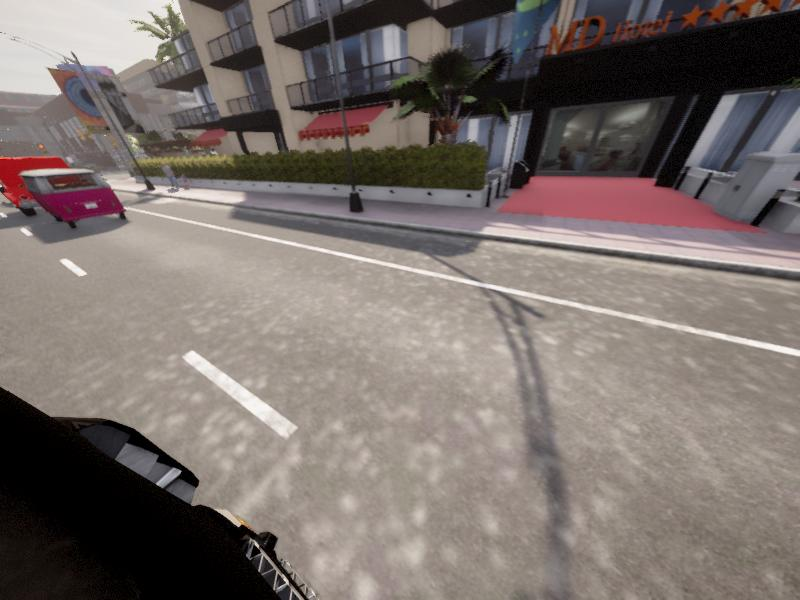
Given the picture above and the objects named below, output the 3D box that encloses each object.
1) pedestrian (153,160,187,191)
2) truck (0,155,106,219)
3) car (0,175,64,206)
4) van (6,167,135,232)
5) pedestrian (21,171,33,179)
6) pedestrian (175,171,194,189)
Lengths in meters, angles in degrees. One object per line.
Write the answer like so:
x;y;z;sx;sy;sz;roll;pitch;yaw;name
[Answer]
-16.147;-8.738;16.229;0.751;1.860;0.751;12;36;21;pedestrian
-19.262;-6.151;12.332;5.204;2.467;2.627;16;38;26;truck
-25.591;-7.564;15.811;3.806;1.475;1.970;16;38;26;car
-13.798;-4.379;9.716;4.442;1.987;1.775;16;38;26;van
-59.182;-19.825;36.673;0.500;1.100;0.500;24;42;34;pedestrian
-15.808;-8.782;16.957;0.500;1.100;0.500;15;38;25;pedestrian
